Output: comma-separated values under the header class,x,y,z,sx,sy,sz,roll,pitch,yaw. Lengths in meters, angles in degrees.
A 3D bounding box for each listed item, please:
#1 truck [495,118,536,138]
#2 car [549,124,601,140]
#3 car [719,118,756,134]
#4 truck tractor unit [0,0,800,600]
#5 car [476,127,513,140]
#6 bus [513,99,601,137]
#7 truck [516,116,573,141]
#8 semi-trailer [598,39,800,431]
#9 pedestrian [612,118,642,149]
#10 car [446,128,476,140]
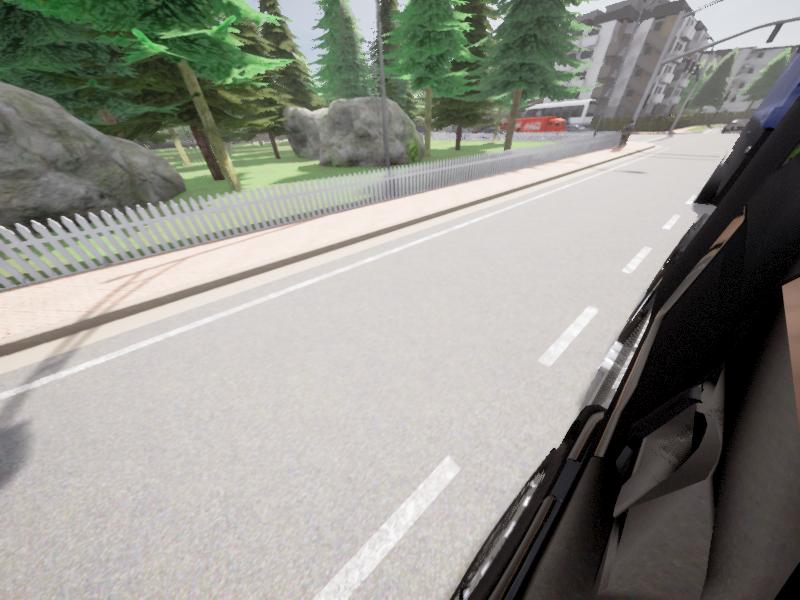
class,x,y,z,sx,sy,sz,roll,pitch,yaw
truck,19.332,-28.965,38.943,2.627,2.467,5.204,-26,43,-28
car,23.047,-22.291,30.631,2.128,1.511,4.902,-26,43,-28
car,40.977,-21.084,28.039,4.181,1.385,1.994,-28,44,-29
truck tractor unit,2.645,-0.295,0.351,6.516,4.208,3.053,-28,44,-30
car,14.329,-25.451,35.387,1.837,1.490,4.892,-26,43,-28
bus,24.605,-28.993,37.172,3.944,4.253,10.273,-26,43,-28
truck,18.758,-22.453,30.311,2.627,2.467,5.204,-26,43,-28
semi-trailer,8.670,-3.625,4.254,14.254,4.402,2.717,-28,44,-30
pedestrian,16.957,-12.427,17.296,0.751,1.860,0.751,-27,43,-29
car,10.364,-28.472,39.653,1.837,1.490,4.892,-26,43,-28
